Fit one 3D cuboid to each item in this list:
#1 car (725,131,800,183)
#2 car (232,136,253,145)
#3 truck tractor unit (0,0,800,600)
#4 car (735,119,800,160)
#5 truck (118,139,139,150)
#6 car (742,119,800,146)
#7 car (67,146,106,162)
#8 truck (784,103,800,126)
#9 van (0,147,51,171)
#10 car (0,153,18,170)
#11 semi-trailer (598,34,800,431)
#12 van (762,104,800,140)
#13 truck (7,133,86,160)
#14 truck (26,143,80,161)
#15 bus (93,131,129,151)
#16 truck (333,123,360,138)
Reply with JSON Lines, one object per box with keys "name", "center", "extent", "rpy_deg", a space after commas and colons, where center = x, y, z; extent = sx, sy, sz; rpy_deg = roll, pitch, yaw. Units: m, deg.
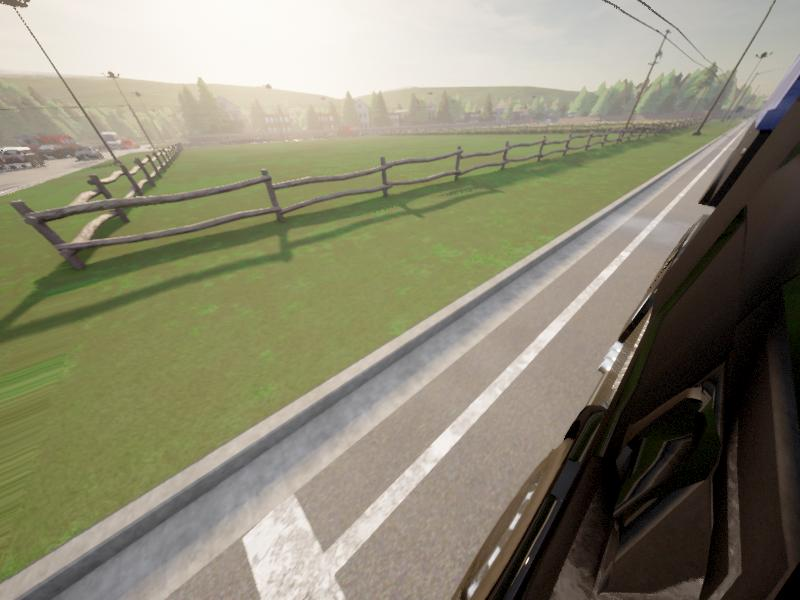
{"name": "car", "center": [15.725, -6.032, 9.580], "extent": [4.181, 1.385, 1.994], "rpy_deg": [-28, 44, -30]}
{"name": "car", "center": [-42.247, -42.879, 62.029], "extent": [3.866, 1.878, 1.905], "rpy_deg": [-28, 43, -29]}
{"name": "truck tractor unit", "center": [2.645, -0.295, 0.352], "extent": [6.516, 4.208, 3.053], "rpy_deg": [-28, 44, -30]}
{"name": "car", "center": [22.352, -9.611, 13.682], "extent": [5.027, 1.651, 2.152], "rpy_deg": [-28, 43, -29]}
{"name": "truck", "center": [-79.474, -45.679, 67.669], "extent": [2.627, 2.467, 5.204], "rpy_deg": [-27, 43, -29]}
{"name": "car", "center": [29.057, -13.078, 17.990], "extent": [4.792, 1.488, 2.163], "rpy_deg": [-28, 43, -29]}
{"name": "car", "center": [-46.558, -21.848, 34.419], "extent": [2.242, 1.667, 4.611], "rpy_deg": [-27, 43, -29]}
{"name": "truck", "center": [62.014, -28.634, 34.654], "extent": [8.468, 3.827, 2.891], "rpy_deg": [-28, 43, -29]}
{"name": "van", "center": [-43.116, -16.161, 26.313], "extent": [2.069, 2.038, 4.480], "rpy_deg": [-27, 42, -29]}
{"name": "car", "center": [-48.346, -16.341, 27.352], "extent": [1.816, 1.474, 4.193], "rpy_deg": [-27, 43, -29]}
{"name": "semi-trailer", "center": [8.703, -3.608, 4.215], "extent": [14.254, 4.402, 2.717], "rpy_deg": [-28, 43, -30]}
{"name": "van", "center": [36.407, -15.991, 20.610], "extent": [2.351, 2.431, 6.366], "rpy_deg": [24, 44, 31]}
{"name": "truck", "center": [-65.410, -28.894, 43.235], "extent": [2.891, 3.827, 8.468], "rpy_deg": [-13, 38, -13]}
{"name": "truck", "center": [-60.093, -25.858, 40.282], "extent": [2.390, 2.098, 6.274], "rpy_deg": [-18, 39, -19]}
{"name": "bus", "center": [-84.344, -46.617, 67.745], "extent": [3.944, 4.253, 10.273], "rpy_deg": [-27, 43, -29]}
{"name": "truck", "center": [-19.131, -61.140, 83.257], "extent": [8.468, 3.827, 2.891], "rpy_deg": [-28, 43, -29]}
